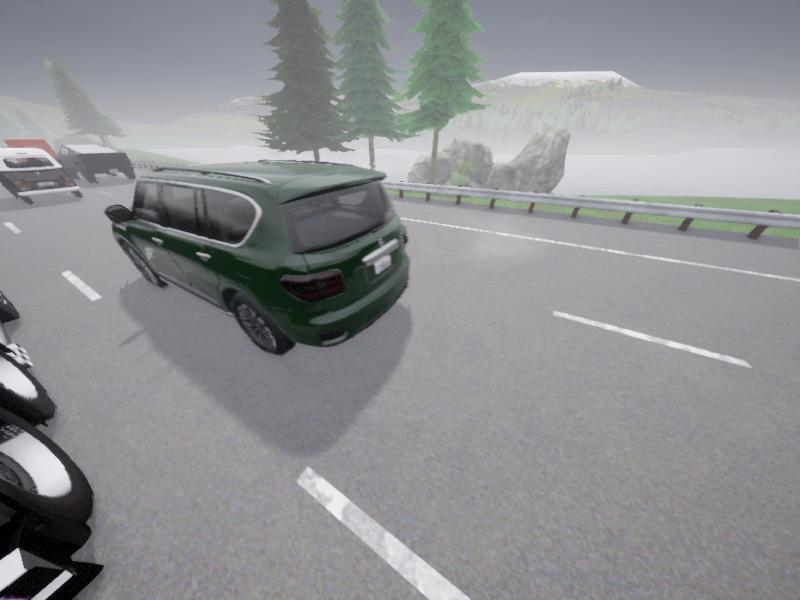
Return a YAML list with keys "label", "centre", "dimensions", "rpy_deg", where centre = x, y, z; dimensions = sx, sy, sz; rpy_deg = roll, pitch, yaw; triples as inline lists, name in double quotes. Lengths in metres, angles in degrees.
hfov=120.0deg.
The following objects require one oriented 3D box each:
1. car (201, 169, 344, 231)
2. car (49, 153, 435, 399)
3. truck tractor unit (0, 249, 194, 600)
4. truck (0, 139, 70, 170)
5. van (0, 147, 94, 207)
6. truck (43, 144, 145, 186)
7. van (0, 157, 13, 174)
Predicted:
- label: "car"
  centre: [-4.552, -3.752, 8.294]
  dimensions: [4.718, 1.301, 1.895]
  rpy_deg: [18, 39, 24]
- label: "car"
  centre: [-2.513, -1.093, 3.802]
  dimensions: [5.566, 2.045, 2.150]
  rpy_deg: [18, 39, 24]
- label: "truck tractor unit"
  centre: [-5.085, -0.326, 0.811]
  dimensions: [6.516, 4.208, 3.053]
  rpy_deg: [19, 39, 25]
- label: "truck"
  centre: [-37.644, -15.020, 23.712]
  dimensions: [5.204, 2.467, 2.627]
  rpy_deg: [18, 39, 25]
- label: "van"
  centre: [-17.296, -5.895, 10.822]
  dimensions: [4.480, 2.038, 2.069]
  rpy_deg: [18, 39, 24]
- label: "truck"
  centre: [-21.093, -9.465, 15.930]
  dimensions: [6.274, 2.098, 2.390]
  rpy_deg: [18, 39, 24]
- label: "van"
  centre: [-36.516, -11.931, 19.642]
  dimensions: [4.480, 2.038, 2.069]
  rpy_deg: [12, 37, 18]
